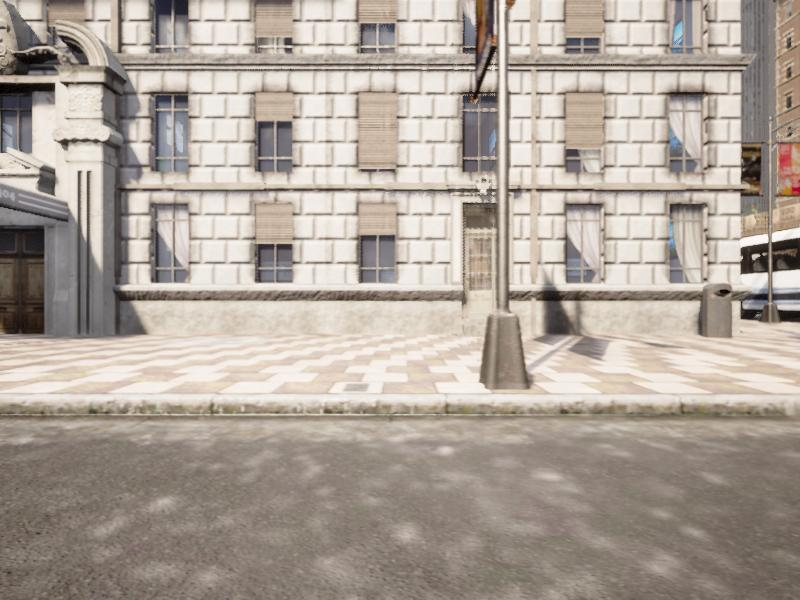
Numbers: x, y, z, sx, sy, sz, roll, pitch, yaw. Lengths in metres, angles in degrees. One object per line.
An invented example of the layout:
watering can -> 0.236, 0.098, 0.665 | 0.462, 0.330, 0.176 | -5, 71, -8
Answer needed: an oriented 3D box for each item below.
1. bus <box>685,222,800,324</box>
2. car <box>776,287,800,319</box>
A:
bus -> 18.742, -1.124, 18.389 | 3.944, 4.253, 10.273 | 0, 0, 0
car -> 22.118, 0.162, 20.036 | 2.242, 1.667, 4.611 | 0, 0, 0
